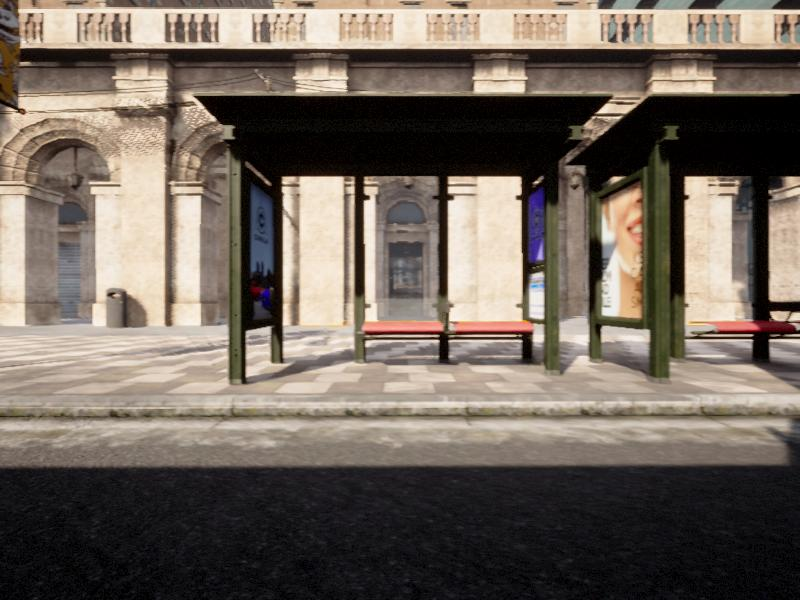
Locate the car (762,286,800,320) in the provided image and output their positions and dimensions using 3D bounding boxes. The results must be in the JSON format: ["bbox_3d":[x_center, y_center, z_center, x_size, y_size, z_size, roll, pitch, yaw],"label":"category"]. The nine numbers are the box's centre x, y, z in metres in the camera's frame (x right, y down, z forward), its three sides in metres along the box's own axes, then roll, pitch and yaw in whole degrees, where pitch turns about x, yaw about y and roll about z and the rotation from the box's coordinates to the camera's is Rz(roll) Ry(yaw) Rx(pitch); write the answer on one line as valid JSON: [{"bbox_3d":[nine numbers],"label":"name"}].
[{"bbox_3d":[19.677,0.126,18.041,4.786,1.482,2.161,0,0,0],"label":"car"}]
